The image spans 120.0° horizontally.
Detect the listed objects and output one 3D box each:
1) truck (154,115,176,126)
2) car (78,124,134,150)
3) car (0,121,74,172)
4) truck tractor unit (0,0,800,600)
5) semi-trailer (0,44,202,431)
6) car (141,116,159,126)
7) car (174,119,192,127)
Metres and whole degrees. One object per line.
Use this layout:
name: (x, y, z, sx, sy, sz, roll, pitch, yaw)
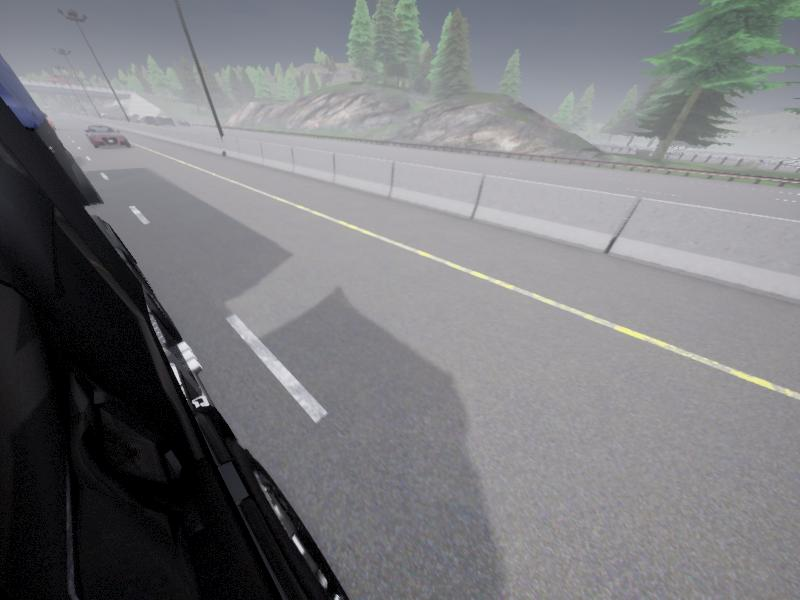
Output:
truck: (-63.454, -48.426, 62.437, 6.274, 2.098, 2.390, 28, 44, 30)
car: (-23.058, -12.788, 18.096, 4.181, 1.385, 1.994, 28, 44, 30)
car: (-18.317, -7.623, 11.296, 4.856, 1.649, 2.033, 28, 44, 30)
truck tractor unit: (-2.645, -0.295, 0.351, 6.516, 4.208, 3.053, 28, 44, 30)
semi-trailer: (-8.699, -3.608, 4.224, 14.254, 4.402, 2.717, 28, 44, 30)
car: (-64.105, -45.944, 59.265, 3.866, 1.878, 1.905, 28, 44, 30)
car: (-60.353, -49.273, 64.246, 4.902, 1.511, 2.128, 28, 44, 30)
